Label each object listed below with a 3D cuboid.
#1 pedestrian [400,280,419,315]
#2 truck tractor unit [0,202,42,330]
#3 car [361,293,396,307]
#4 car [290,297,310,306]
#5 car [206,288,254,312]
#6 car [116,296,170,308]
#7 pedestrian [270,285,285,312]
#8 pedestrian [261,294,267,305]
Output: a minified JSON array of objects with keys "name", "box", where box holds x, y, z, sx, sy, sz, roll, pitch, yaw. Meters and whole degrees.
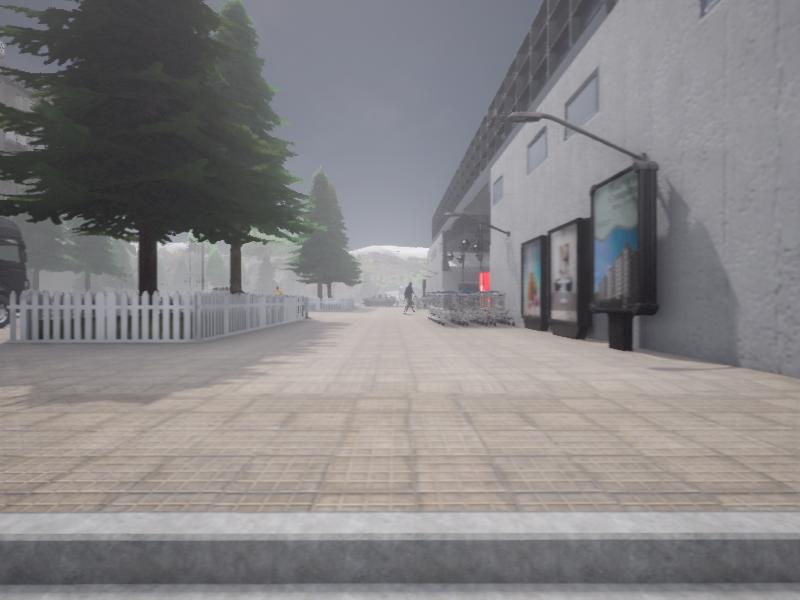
[{"name":"pedestrian","box":[0.519,-0.137,22.118,0.751,1.860,0.751,0,0,41]},{"name":"truck tractor unit","box":[-14.586,-1.111,11.466,3.053,4.208,6.516,0,0,-4]},{"name":"car","box":[-2.912,0.051,53.745,4.605,1.855,1.932,0,0,-1]},{"name":"car","box":[-16.276,0.258,65.228,2.163,1.488,4.792,0,0,-1]},{"name":"car","box":[-15.352,-0.024,36.440,2.150,2.045,5.566,0,0,-2]},{"name":"car","box":[-31.807,0.279,49.583,5.357,1.411,2.033,0,0,-1]},{"name":"pedestrian","box":[-8.700,-0.112,28.419,0.751,1.860,0.751,0,0,2]},{"name":"pedestrian","box":[-23.960,-0.112,70.299,0.751,1.860,0.751,0,0,7]}]
